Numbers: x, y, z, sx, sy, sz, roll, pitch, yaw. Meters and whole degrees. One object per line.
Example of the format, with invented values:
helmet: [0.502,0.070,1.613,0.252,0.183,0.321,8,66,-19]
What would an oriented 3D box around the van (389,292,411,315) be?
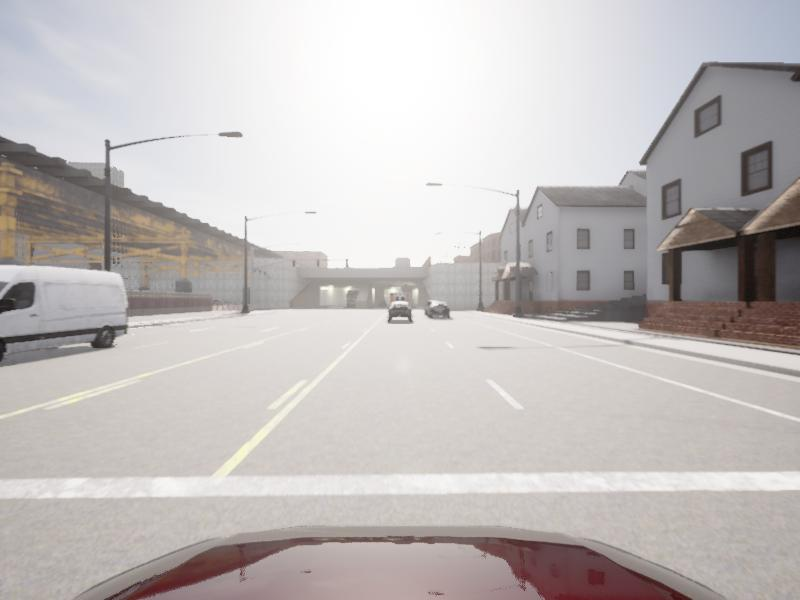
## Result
van: [0.008,0.398,44.857,2.351,2.431,6.366,0,0,0]

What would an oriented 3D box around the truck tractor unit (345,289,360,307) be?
truck tractor unit: [-11.756,-0.472,99.075,3.053,4.208,6.516,0,0,-2]

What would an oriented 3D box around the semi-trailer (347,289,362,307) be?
semi-trailer: [-11.982,-0.568,106.986,2.717,4.402,14.254,0,0,-1]

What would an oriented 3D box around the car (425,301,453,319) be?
car: [3.495,0.852,36.826,2.128,1.511,4.902,0,0,0]

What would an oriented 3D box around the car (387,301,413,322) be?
car: [0.001,0.860,31.767,1.837,1.490,4.892,0,0,0]

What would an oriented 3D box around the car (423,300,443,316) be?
car: [3.506,0.807,43.021,1.851,1.617,3.988,0,0,0]

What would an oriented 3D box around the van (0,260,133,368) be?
van: [-10.506,0.326,11.259,1.988,2.561,5.915,0,0,0]
